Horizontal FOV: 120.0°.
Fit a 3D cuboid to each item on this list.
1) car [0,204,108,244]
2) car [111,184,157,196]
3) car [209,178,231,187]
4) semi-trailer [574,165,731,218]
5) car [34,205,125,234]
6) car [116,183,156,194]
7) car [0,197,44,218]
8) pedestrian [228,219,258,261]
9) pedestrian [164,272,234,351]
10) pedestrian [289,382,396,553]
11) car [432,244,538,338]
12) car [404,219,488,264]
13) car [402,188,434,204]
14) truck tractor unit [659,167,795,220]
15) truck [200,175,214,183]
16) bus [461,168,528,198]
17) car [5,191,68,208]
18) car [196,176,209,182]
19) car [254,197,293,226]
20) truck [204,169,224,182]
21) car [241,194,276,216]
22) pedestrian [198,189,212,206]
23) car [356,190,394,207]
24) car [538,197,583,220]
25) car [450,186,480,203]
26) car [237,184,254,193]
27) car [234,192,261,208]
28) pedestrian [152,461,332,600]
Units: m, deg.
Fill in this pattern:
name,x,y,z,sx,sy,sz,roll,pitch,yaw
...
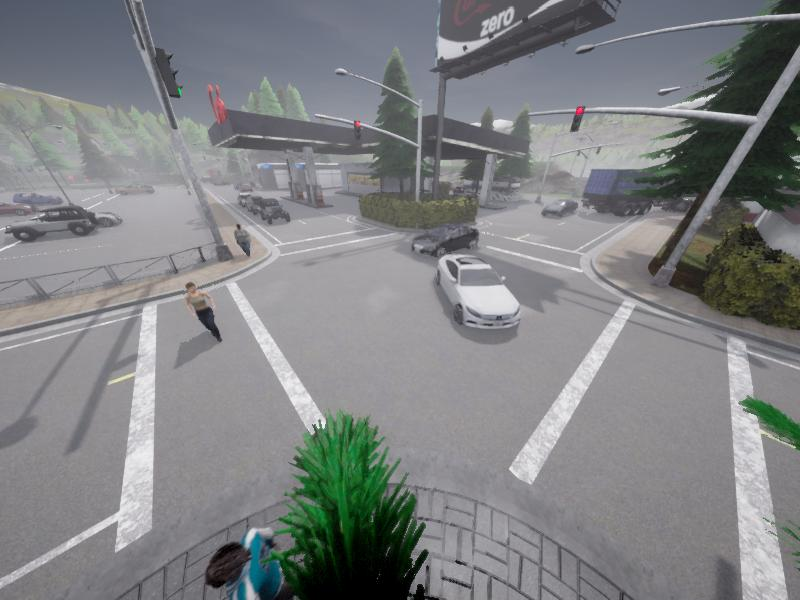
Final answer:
name,x,y,z,sx,sy,sz,roll,pitch,yaw
car,-23.841,-5.383,15.979,3.866,1.878,1.905,-23,37,-34
car,-47.482,-19.774,41.410,5.027,1.636,2.152,-23,37,-34
car,-47.147,-30.843,60.626,2.097,1.767,4.553,0,30,-1
semi-trailer,25.770,-11.300,23.783,14.254,4.402,2.717,-7,31,-12
car,-25.501,-6.610,18.671,3.806,1.475,1.970,-23,37,-34
car,-49.532,-20.953,43.472,4.514,1.523,2.007,-23,37,-34
car,-39.420,-8.945,22.590,4.514,1.523,2.007,-23,37,-34
pedestrian,-7.952,-3.045,11.779,0.751,1.860,0.751,-15,33,-24
pedestrian,-5.223,0.315,6.160,0.751,1.860,0.751,-16,34,-26
pedestrian,-0.573,2.058,2.836,0.751,1.860,0.751,17,34,27
car,2.613,-0.682,8.539,1.812,1.442,4.674,-2,29,-5
car,2.830,-3.679,13.820,4.902,1.511,2.128,-21,36,-34
car,2.620,-15.713,34.677,2.242,1.667,4.611,-23,37,-34
truck tractor unit,33.243,-11.321,24.249,6.516,4.208,3.053,20,34,27
truck,-61.814,-38.726,73.974,2.390,2.098,6.274,-23,37,-34
bus,16.718,-21.582,42.125,3.944,4.253,10.273,-22,37,-33
car,-45.788,-12.777,29.270,3.633,1.501,1.845,-23,37,-34
car,-67.685,-41.393,79.050,5.238,1.638,1.930,24,38,35
car,-11.869,-8.361,21.588,1.905,1.878,3.866,-22,37,-33
truck,-64.533,-43.173,79.950,8.468,3.827,2.891,26,39,37
car,-15.972,-10.737,25.967,2.033,1.649,4.856,-22,37,-33
pedestrian,-24.658,-12.919,29.160,0.751,1.860,0.751,-23,37,-34
car,-3.361,-13.765,31.168,4.611,1.667,2.242,19,35,30
car,16.513,-9.494,23.710,5.357,1.411,2.033,-24,36,-34
car,9.747,-16.005,34.849,1.905,1.878,3.866,-23,37,-34
car,-31.737,-22.945,47.371,1.994,1.385,4.181,-22,37,-34
car,-19.994,-13.111,30.230,1.970,1.475,3.806,-22,37,-33
pedestrian,-1.211,2.502,2.067,0.751,1.860,0.751,-21,36,-32
